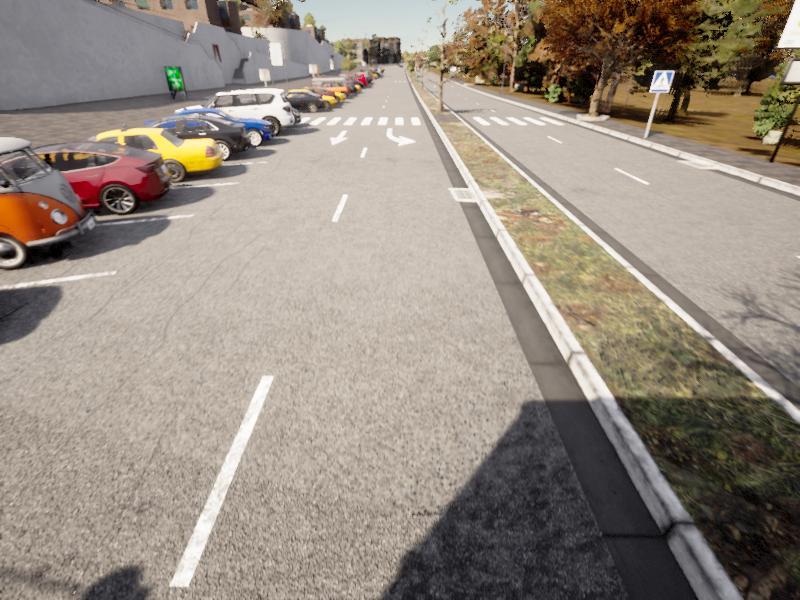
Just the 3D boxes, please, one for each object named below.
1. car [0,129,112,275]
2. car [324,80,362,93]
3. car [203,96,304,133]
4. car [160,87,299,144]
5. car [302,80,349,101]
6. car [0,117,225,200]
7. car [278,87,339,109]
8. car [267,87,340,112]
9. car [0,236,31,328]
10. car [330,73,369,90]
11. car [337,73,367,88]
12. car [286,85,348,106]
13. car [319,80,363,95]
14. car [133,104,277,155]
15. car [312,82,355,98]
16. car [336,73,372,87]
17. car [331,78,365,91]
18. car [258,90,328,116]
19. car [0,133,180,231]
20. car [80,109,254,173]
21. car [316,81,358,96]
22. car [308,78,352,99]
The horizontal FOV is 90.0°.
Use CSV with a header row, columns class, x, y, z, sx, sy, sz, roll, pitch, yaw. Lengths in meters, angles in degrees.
class,x,y,z,sx,sy,sz,roll,pitch,yaw
car,-7.944,-1.531,6.643,4.442,1.987,1.878,-11,32,-17
car,-7.924,-29.792,55.741,4.792,1.488,2.163,-11,32,-17
car,-8.028,-10.340,22.176,4.892,1.521,2.231,-11,31,-17
car,-8.053,-9.049,19.455,5.566,2.045,2.435,-11,32,-17
car,-7.950,-22.396,42.773,4.553,1.767,2.185,-11,32,-17
car,-8.213,-4.295,11.812,5.366,1.575,1.946,-11,32,-17
car,-8.019,-17.776,35.080,4.792,1.488,2.163,-11,32,-17
car,-7.825,-16.356,32.546,5.366,1.575,1.946,-11,31,-17
car,-7.882,0.156,4.202,5.366,1.575,1.946,-11,32,-17
car,-7.965,-34.583,63.280,5.566,2.045,2.435,-11,32,-17
car,-7.825,-36.120,65.906,4.442,1.987,1.878,-11,32,-17
car,-7.814,-19.336,37.715,5.366,1.575,1.946,-11,31,-17
car,-7.784,-28.337,53.200,5.366,1.575,1.946,-11,32,-17
car,-8.035,-7.338,17.020,5.008,1.535,2.097,-11,32,-17
car,-7.962,-25.247,48.009,4.674,1.452,2.002,-11,32,-17
car,-7.904,-37.653,68.430,5.566,2.045,2.435,-11,32,-17
car,-7.937,-32.816,60.873,4.674,1.452,2.002,-11,32,-17
car,-7.999,-14.792,29.929,4.674,1.452,2.002,-11,32,-17
car,-8.070,-2.788,9.298,4.792,1.488,2.163,-11,32,-17
car,-8.028,-5.831,14.443,4.892,1.521,2.231,-11,32,-17
car,-7.988,-26.752,50.572,4.792,1.488,2.163,-11,32,-17
car,-7.867,-24.001,45.341,4.442,1.987,1.878,-11,31,-17
